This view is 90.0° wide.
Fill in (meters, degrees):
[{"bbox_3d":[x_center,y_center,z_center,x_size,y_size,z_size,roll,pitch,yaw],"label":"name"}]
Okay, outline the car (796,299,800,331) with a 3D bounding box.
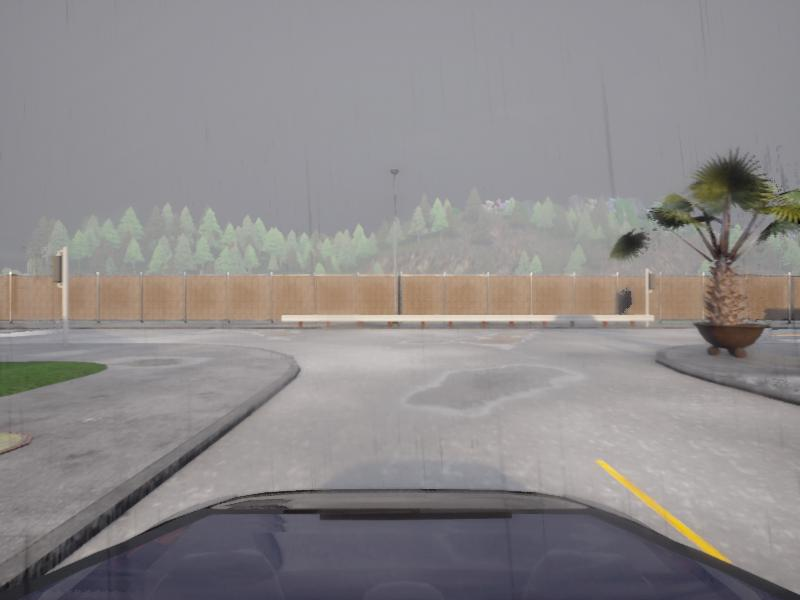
[{"bbox_3d":[23.278,0.779,19.914,5.027,1.651,2.152,0,0,0],"label":"car"}]
